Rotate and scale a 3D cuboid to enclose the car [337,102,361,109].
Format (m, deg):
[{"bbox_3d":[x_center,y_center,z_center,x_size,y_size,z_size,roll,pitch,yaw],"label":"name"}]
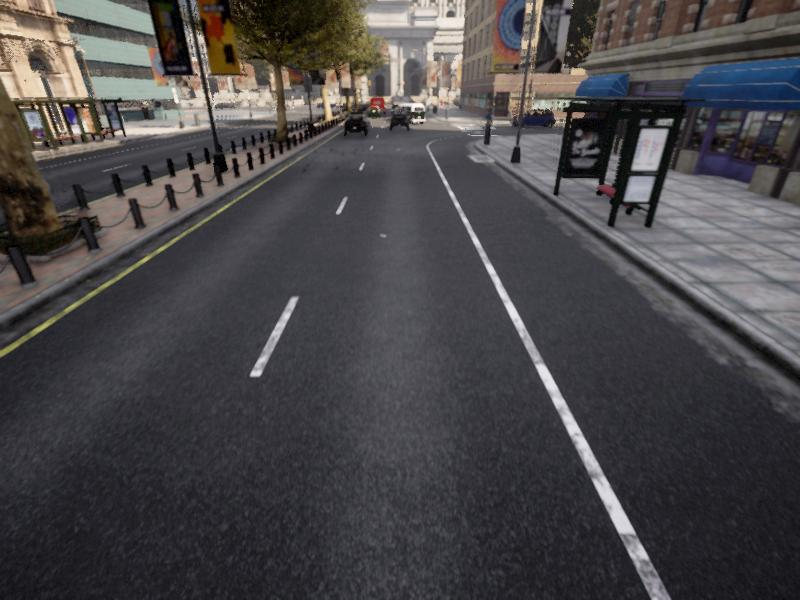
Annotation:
[{"bbox_3d":[-11.344,-43.265,88.927,2.033,1.411,5.357,21,34,35],"label":"car"}]

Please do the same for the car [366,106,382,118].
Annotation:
[{"bbox_3d":[-3.568,-26.526,56.362,1.970,1.475,3.806,0,27,0],"label":"car"}]

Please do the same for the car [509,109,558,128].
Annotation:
[{"bbox_3d":[12.784,-17.495,38.548,3.988,1.617,1.851,0,27,0],"label":"car"}]

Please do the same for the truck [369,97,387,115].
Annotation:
[{"bbox_3d":[-3.587,-31.862,65.605,2.627,2.467,5.204,0,27,0],"label":"truck"}]

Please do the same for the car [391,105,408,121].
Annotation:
[{"bbox_3d":[-0.065,-23.629,50.534,1.930,1.638,5.238,0,27,0],"label":"car"}]

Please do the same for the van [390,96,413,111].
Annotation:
[{"bbox_3d":[0.377,-39.551,80.480,2.351,2.431,6.366,9,29,18],"label":"van"}]

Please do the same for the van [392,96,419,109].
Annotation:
[{"bbox_3d":[1.164,-43.207,87.390,5.915,2.561,1.988,0,27,0],"label":"van"}]

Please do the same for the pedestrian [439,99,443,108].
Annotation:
[{"bbox_3d":[9.440,-45.574,92.607,0.751,1.860,0.751,-3,27,-4],"label":"pedestrian"}]

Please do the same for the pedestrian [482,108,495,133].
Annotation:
[{"bbox_3d":[7.441,-15.115,33.676,0.751,1.860,0.751,-2,27,-3],"label":"pedestrian"}]

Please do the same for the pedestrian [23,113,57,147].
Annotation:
[{"bbox_3d":[-22.518,-10.648,25.050,0.751,1.860,0.751,0,27,0],"label":"pedestrian"}]

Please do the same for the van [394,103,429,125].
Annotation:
[{"bbox_3d":[1.166,-20.536,44.099,2.069,2.038,4.480,-12,30,-21],"label":"van"}]

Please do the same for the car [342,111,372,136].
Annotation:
[{"bbox_3d":[-3.545,-14.880,33.640,1.930,1.638,5.238,0,27,0],"label":"car"}]

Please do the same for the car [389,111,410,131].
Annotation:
[{"bbox_3d":[-0.049,-17.095,38.049,1.837,1.490,4.892,0,27,0],"label":"car"}]

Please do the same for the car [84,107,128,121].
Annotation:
[{"bbox_3d":[-38.517,-24.508,52.569,2.128,1.511,4.902,0,27,0],"label":"car"}]

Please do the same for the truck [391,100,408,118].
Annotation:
[{"bbox_3d":[-0.076,-27.858,58.221,2.390,2.098,6.274,0,27,0],"label":"truck"}]
